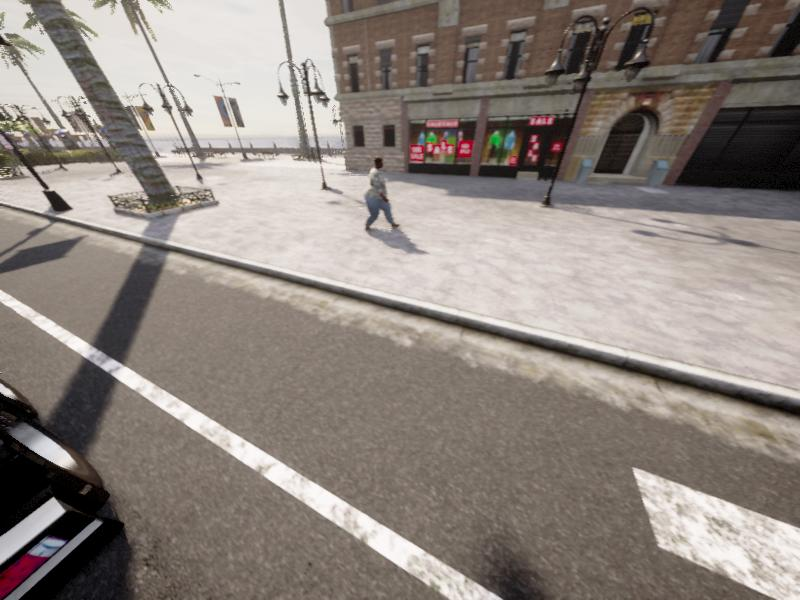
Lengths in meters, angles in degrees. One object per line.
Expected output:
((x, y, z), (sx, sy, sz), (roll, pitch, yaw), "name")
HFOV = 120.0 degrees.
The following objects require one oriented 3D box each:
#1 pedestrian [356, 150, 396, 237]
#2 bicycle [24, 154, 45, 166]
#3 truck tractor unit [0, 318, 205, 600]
((-0.536, -2.637, 5.809), (0.751, 1.860, 0.751), (2, 35, 4), "pedestrian")
((-38.984, -14.907, 24.625), (1.643, 1.024, 0.373), (13, 37, 19), "bicycle")
((-5.203, -0.195, 0.645), (6.516, 4.208, 3.053), (14, 38, 20), "truck tractor unit")
